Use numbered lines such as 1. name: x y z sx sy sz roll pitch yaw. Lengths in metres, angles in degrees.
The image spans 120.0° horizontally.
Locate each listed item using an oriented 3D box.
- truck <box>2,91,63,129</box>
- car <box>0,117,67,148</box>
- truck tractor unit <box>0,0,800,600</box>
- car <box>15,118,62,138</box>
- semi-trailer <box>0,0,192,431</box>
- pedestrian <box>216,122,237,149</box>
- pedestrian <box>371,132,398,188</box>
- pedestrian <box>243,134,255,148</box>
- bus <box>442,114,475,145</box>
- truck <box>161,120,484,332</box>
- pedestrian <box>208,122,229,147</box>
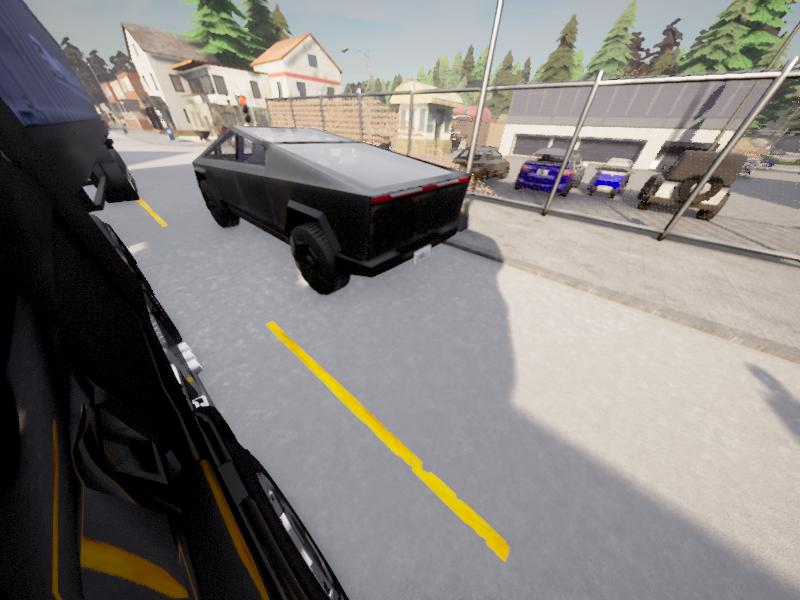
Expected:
1. truck: -53.050 -27.411 33.584 8.468 3.827 2.891 28 44 30
2. car: -27.216 -12.560 17.269 5.238 1.638 1.930 28 44 30
3. truck tractor unit: -2.645 -0.295 0.351 6.516 4.208 3.053 28 44 30
4. car: -36.516 -17.457 23.424 4.181 1.385 1.994 28 44 30
5. semi-trailer: -8.242 -3.889 4.618 2.717 4.402 14.254 -28 47 -35
6. pedestrian: -15.274 -14.465 20.360 0.751 1.860 0.751 28 44 30
7. pedestrian: -0.635 -5.686 9.428 0.751 1.860 0.751 22 41 24
8. pedestrian: -14.277 -15.055 21.846 0.500 1.100 0.500 5 37 3
9. bus: 10.987 -33.213 45.107 3.944 4.253 10.273 3 37 0
10. truck: -2.007 -2.232 4.747 6.274 2.098 2.390 29 44 30
11. pedestrian: -16.724 -15.242 21.302 0.751 1.860 0.751 28 44 30
